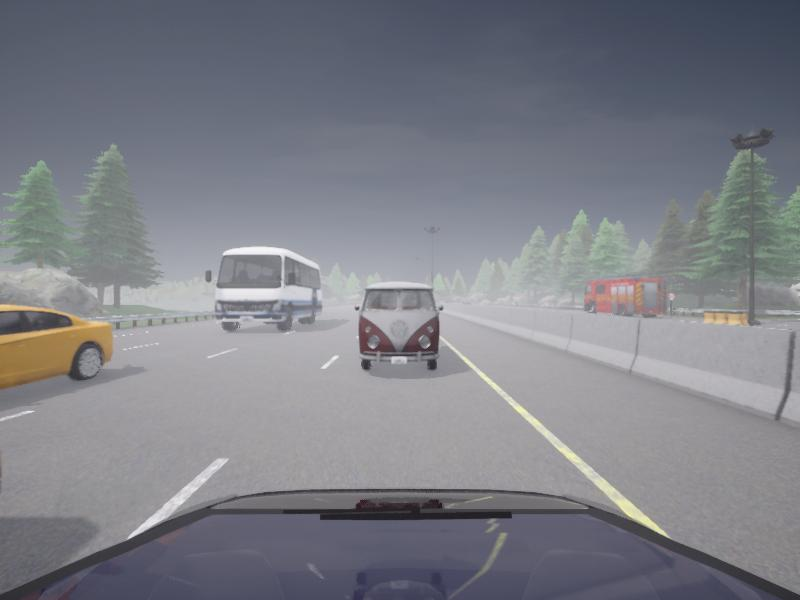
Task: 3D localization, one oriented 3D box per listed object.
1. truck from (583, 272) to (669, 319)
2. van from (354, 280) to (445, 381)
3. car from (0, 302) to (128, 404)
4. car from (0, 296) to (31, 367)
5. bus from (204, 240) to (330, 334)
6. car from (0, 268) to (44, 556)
[{"bbox_3d":[20.378,-0.361,36.798,2.891,3.827,8.468,0,0,-2],"label":"truck"},{"bbox_3d":[-0.022,0.585,10.037,1.775,1.987,4.442,0,0,0],"label":"van"},{"bbox_3d":[-7.016,0.815,6.421,1.882,1.535,5.008,0,0,0],"label":"car"},{"bbox_3d":[-10.519,0.747,7.882,2.242,1.667,4.611,0,0,0],"label":"car"},{"bbox_3d":[-6.930,-0.557,23.264,3.944,4.253,10.273,0,0,0],"label":"bus"},{"bbox_3d":[-3.504,0.692,0.482,2.097,1.767,4.553,0,0,0],"label":"car"}]
